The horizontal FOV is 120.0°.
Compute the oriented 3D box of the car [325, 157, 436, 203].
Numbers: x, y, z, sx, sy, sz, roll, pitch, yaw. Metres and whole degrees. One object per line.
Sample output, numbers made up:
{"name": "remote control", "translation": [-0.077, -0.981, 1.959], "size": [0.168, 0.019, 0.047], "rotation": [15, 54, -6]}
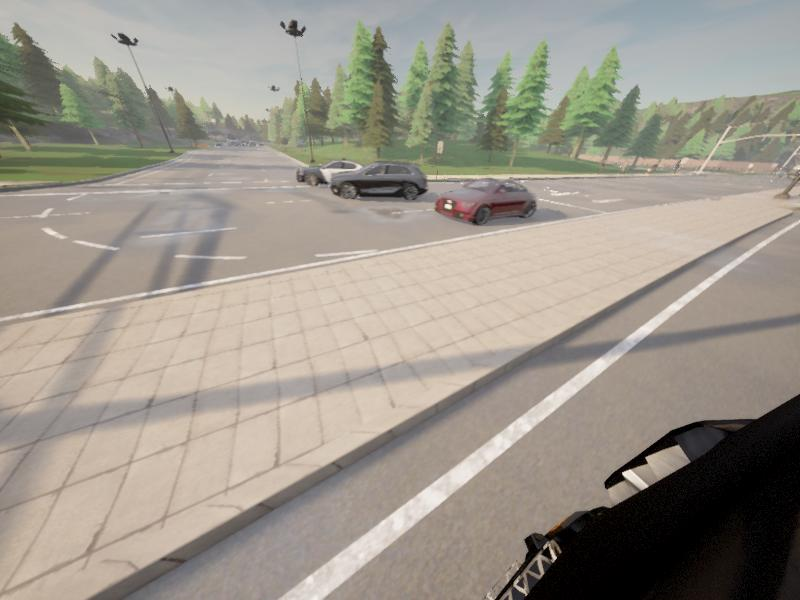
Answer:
{"name": "car", "translation": [-0.965, -5.959, 11.482], "size": [4.856, 1.649, 2.033], "rotation": [-3, 35, -9]}

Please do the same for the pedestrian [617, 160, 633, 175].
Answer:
{"name": "pedestrian", "translation": [32.891, -19.367, 33.766], "size": [0.751, 1.860, 0.751], "rotation": [-14, 37, -24]}

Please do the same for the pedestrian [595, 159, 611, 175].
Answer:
{"name": "pedestrian", "translation": [27.926, -18.302, 31.783], "size": [0.751, 1.860, 0.751], "rotation": [-13, 37, -23]}

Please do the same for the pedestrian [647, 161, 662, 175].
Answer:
{"name": "pedestrian", "translation": [42.161, -21.856, 38.224], "size": [0.751, 1.860, 0.751], "rotation": [-13, 37, -23]}

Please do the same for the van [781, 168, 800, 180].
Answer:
{"name": "van", "translation": [85.480, -27.306, 49.864], "size": [4.480, 2.038, 2.069], "rotation": [-14, 37, -23]}

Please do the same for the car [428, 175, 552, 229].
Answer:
{"name": "car", "translation": [3.457, -3.958, 9.008], "size": [4.181, 1.385, 1.994], "rotation": [-16, 38, -26]}

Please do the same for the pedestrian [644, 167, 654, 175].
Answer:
{"name": "pedestrian", "translation": [39.081, -20.283, 36.302], "size": [0.500, 1.100, 0.500], "rotation": [-15, 37, -25]}

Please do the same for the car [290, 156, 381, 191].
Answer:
{"name": "car", "translation": [-3.717, -7.833, 14.220], "size": [4.974, 1.542, 2.038], "rotation": [2, 32, -2]}
